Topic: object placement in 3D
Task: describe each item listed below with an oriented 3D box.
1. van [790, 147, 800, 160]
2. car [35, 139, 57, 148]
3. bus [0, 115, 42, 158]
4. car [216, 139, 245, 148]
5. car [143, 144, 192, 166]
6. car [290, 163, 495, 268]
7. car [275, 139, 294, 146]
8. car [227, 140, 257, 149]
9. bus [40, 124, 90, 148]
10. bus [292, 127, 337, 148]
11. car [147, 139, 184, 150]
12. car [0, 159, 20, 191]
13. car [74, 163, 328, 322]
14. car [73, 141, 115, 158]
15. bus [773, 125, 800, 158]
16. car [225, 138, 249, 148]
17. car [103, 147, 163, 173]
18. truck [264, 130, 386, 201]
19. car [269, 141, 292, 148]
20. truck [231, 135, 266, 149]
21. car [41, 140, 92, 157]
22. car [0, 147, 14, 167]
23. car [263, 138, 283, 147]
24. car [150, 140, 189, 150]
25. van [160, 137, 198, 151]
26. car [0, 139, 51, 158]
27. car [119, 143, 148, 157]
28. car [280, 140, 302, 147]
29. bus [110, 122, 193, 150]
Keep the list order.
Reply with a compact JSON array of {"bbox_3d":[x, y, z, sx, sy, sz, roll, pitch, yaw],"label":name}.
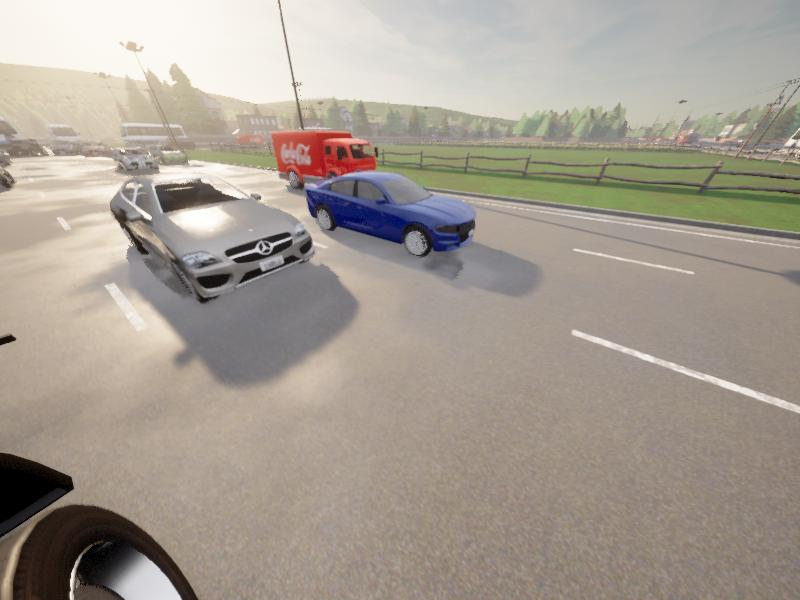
[{"bbox_3d":[54.914,-19.479,29.827,1.988,2.561,5.915,22,40,27],"label":"van"},{"bbox_3d":[-75.805,-33.542,49.454,5.366,1.575,1.801,22,41,28],"label":"car"},{"bbox_3d":[-50.179,-19.366,27.248,3.944,4.253,10.273,-19,39,-23],"label":"bus"},{"bbox_3d":[-40.839,-37.793,55.757,2.152,1.651,5.027,22,40,28],"label":"car"},{"bbox_3d":[-22.835,-14.302,22.675,4.514,1.525,2.007,23,41,29],"label":"car"},{"bbox_3d":[-0.431,-2.586,6.241,5.008,1.535,1.882,22,41,28],"label":"car"},{"bbox_3d":[-34.160,-46.782,68.652,2.007,1.525,4.514,22,41,28],"label":"car"},{"bbox_3d":[-35.488,-35.083,52.052,2.128,1.511,4.902,22,41,28],"label":"car"},{"bbox_3d":[-75.727,-37.163,52.259,10.273,4.253,3.944,23,41,27],"label":"bus"},{"bbox_3d":[-22.391,-43.343,61.510,3.944,4.253,10.273,22,41,28],"label":"bus"},{"bbox_3d":[-47.772,-31.849,47.221,2.242,1.667,4.611,20,39,25],"label":"car"},{"bbox_3d":[-21.107,-6.374,11.420,3.705,1.549,1.789,25,42,30],"label":"car"},{"bbox_3d":[-4.188,-1.700,4.878,5.027,1.651,2.152,22,41,28],"label":"car"},{"bbox_3d":[-38.686,-19.221,29.387,2.242,1.667,4.611,-26,43,-32],"label":"car"},{"bbox_3d":[63.766,-23.868,34.637,3.944,4.253,10.273,22,40,27],"label":"bus"},{"bbox_3d":[-38.041,-36.664,53.948,1.905,1.878,3.866,22,40,28],"label":"car"},{"bbox_3d":[-20.700,-10.912,17.926,3.806,1.475,1.970,23,41,28],"label":"car"},{"bbox_3d":[-3.560,-6.725,11.277,5.204,2.467,2.627,22,41,28],"label":"truck"},{"bbox_3d":[-28.581,-37.183,55.220,1.994,1.385,4.181,22,41,28],"label":"car"},{"bbox_3d":[-32.744,-34.204,49.997,2.627,2.467,5.204,22,41,28],"label":"truck"},{"bbox_3d":[-44.538,-20.408,31.019,2.242,1.667,4.611,-20,40,-25],"label":"car"},{"bbox_3d":[-36.000,-12.453,20.073,4.181,1.385,1.994,24,42,30],"label":"car"},{"bbox_3d":[-34.584,-43.049,63.034,1.905,1.878,3.866,22,41,28],"label":"car"},{"bbox_3d":[-45.029,-30.355,45.291,2.163,1.488,4.792,18,39,24],"label":"car"},{"bbox_3d":[-41.922,-29.695,43.941,1.775,1.987,4.442,19,40,25],"label":"van"},{"bbox_3d":[-46.401,-18.841,28.590,1.905,1.878,3.866,-20,40,-26],"label":"car"},{"bbox_3d":[-36.646,-20.772,31.867,1.994,1.385,4.181,-25,43,-31],"label":"car"},{"bbox_3d":[-29.995,-43.157,63.535,1.882,1.535,5.008,22,41,28],"label":"car"},{"bbox_3d":[-50.716,-33.898,47.862,3.944,4.253,10.273,20,40,26],"label":"bus"}]
